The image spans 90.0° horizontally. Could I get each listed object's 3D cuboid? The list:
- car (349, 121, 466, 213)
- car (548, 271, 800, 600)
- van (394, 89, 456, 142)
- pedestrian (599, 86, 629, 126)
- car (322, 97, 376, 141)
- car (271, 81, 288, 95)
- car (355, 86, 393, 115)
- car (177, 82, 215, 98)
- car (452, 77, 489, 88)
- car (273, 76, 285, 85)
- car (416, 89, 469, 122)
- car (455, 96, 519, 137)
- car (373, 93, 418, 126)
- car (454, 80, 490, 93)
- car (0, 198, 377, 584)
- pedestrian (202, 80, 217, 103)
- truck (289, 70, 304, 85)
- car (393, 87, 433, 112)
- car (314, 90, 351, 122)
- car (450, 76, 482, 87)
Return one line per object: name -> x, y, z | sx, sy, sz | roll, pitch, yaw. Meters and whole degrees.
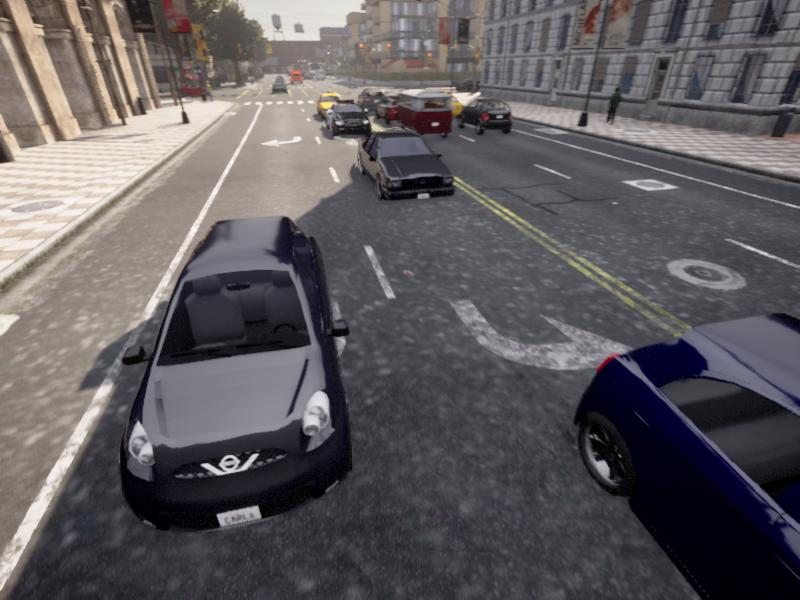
car -> -0.080, -4.158, 11.762 | 2.033, 1.411, 5.357 | -8, 31, -12
car -> 2.723, 1.408, 2.049 | 1.845, 1.501, 3.633 | -8, 31, -12
van -> 1.089, -9.353, 20.048 | 1.775, 1.987, 4.442 | -8, 31, -12
pedestrian -> 11.450, -10.418, 21.457 | 0.751, 1.860, 0.751 | -1, 30, -1
car -> -2.793, -9.671, 21.107 | 2.038, 1.542, 4.974 | -8, 31, -12
car -> -16.114, -28.391, 53.534 | 1.994, 1.385, 4.181 | -8, 31, -12
car -> -2.042, -15.341, 30.666 | 2.242, 1.667, 4.611 | -6, 31, -9
car -> -24.756, -25.628, 48.789 | 3.633, 1.501, 1.845 | -8, 31, -12
car -> 11.179, -34.617, 63.695 | 5.357, 1.411, 2.033 | -8, 31, -12
car -> -25.087, -45.709, 83.287 | 2.128, 1.511, 4.902 | -8, 31, -12
car -> 2.713, -13.170, 26.952 | 1.801, 1.575, 5.366 | -8, 31, -12
car -> 4.430, -9.730, 21.060 | 1.789, 1.549, 3.705 | -8, 31, -12
car -> -0.367, -12.048, 25.193 | 1.816, 1.474, 4.193 | -8, 31, -12
car -> 9.544, -28.407, 53.100 | 4.181, 1.385, 1.994 | -8, 31, -12
car -> -1.487, 0.283, 4.051 | 1.845, 1.501, 3.633 | -7, 31, -11
pedestrian -> -18.329, -20.098, 38.564 | 0.751, 1.860, 0.751 | -7, 31, -11
truck -> -21.591, -46.406, 83.396 | 2.627, 2.467, 5.204 | -8, 31, -12
car -> 0.982, -16.486, 32.713 | 2.007, 1.525, 4.514 | -8, 31, -12
car -> -4.770, -13.599, 27.822 | 1.801, 1.575, 5.366 | -8, 31, -12
car -> 11.026, -36.458, 66.761 | 4.792, 1.488, 2.163 | -8, 31, -12
